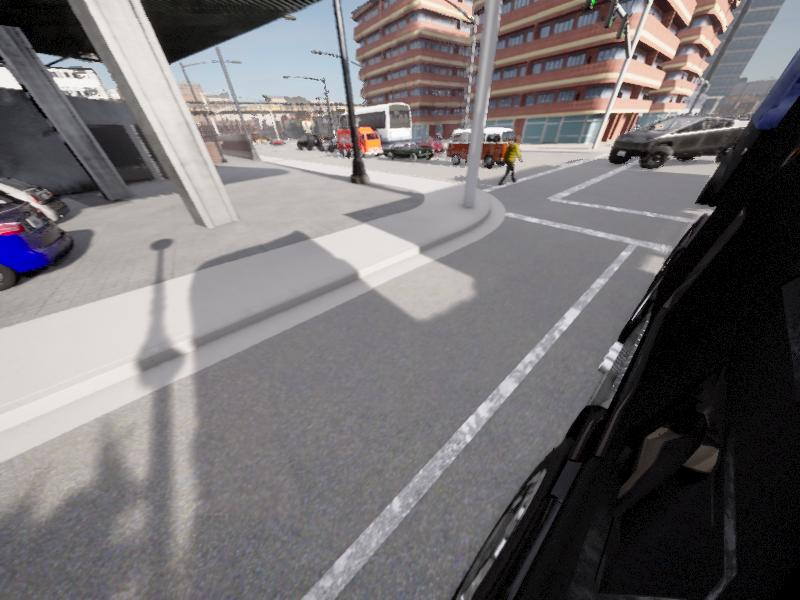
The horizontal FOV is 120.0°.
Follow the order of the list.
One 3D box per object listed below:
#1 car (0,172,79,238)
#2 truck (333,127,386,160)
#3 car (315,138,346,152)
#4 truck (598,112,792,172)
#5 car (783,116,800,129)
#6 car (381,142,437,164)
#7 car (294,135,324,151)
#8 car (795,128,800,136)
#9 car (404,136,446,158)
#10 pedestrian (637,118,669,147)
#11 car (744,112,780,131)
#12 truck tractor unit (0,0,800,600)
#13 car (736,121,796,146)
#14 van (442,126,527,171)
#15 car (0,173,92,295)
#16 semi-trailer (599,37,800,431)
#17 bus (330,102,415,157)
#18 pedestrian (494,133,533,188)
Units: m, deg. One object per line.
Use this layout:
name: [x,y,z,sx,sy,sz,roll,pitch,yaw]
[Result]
car: [-13.303,-2.686,6.940,3.806,1.475,1.970,-28,43,-30]
truck: [-4.148,-16.037,23.603,2.627,2.467,5.204,-29,44,-31]
car: [-10.258,-22.912,34.123,2.038,1.542,4.974,-30,44,-32]
truck: [14.738,-8.241,12.034,6.274,2.098,2.390,-5,38,-2]
car: [54.847,-24.340,31.639,4.718,1.301,1.895,-28,43,-30]
car: [0.672,-12.454,19.404,1.895,1.301,4.718,-29,44,-31]
car: [-15.438,-26.514,38.927,2.150,2.045,5.566,-31,44,-32]
car: [40.719,-17.017,22.235,3.866,1.878,1.905,-28,43,-30]
car: [2.343,-14.628,22.029,1.845,1.501,3.633,-29,44,-31]
pedestrian: [20.242,-13.386,18.505,0.751,1.860,0.751,0,37,5]
car: [49.915,-24.654,31.922,4.605,1.855,1.932,-28,43,-30]
truck tractor unit: [2.645,-0.295,0.351,6.516,4.208,3.053,-28,44,-30]
car: [29.264,-13.382,18.572,4.181,1.385,1.994,-28,43,-30]
van: [5.169,-9.785,14.849,2.069,2.038,4.480,-29,44,-31]
car: [-9.027,-0.641,3.602,4.611,1.667,2.242,-28,43,-30]
semi-trailer: [8.680,-3.613,4.252,14.254,4.402,2.717,-28,43,-30]
bus: [-3.281,-19.196,26.314,3.944,4.253,10.273,-29,44,-30]
pedestrian: [4.618,-5.752,9.545,0.751,1.860,0.751,-11,37,-11]
